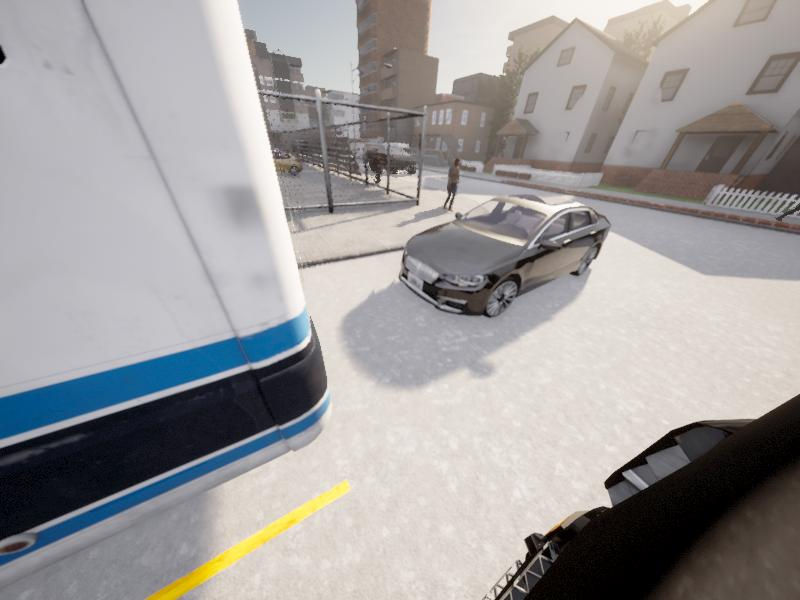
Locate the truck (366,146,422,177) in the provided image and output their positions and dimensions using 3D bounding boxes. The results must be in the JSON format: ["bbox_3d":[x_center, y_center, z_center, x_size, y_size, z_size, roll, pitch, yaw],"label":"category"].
[{"bbox_3d":[-0.806,-13.178,21.842,2.390,2.098,6.274,-15,38,-26],"label":"truck"}]

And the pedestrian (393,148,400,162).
[{"bbox_3d":[-0.525,-23.425,37.274,0.751,1.860,0.751,-19,39,-29],"label":"pedestrian"}]

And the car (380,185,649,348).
[{"bbox_3d":[2.279,-1.182,4.545,4.902,1.511,2.128,-18,39,-29],"label":"car"}]

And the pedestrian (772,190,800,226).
[{"bbox_3d":[17.072,-4.113,9.565,0.751,1.860,0.751,-5,34,-12],"label":"pedestrian"}]

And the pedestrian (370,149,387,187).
[{"bbox_3d":[-1.263,-7.748,13.614,0.751,1.860,0.751,-15,38,-25],"label":"pedestrian"}]

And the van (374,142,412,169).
[{"bbox_3d":[-1.008,-18.102,28.849,1.988,2.561,5.915,-16,38,-26],"label":"van"}]

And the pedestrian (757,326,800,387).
[{"bbox_3d":[5.138,0.263,2.230,0.751,1.860,0.751,6,34,5],"label":"pedestrian"}]

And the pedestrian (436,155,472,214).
[{"bbox_3d":[1.986,-4.315,8.695,0.751,1.860,0.751,-8,35,-17],"label":"pedestrian"}]

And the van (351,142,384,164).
[{"bbox_3d":[-4.987,-22.115,34.687,2.351,2.431,6.366,-16,38,-27],"label":"van"}]
